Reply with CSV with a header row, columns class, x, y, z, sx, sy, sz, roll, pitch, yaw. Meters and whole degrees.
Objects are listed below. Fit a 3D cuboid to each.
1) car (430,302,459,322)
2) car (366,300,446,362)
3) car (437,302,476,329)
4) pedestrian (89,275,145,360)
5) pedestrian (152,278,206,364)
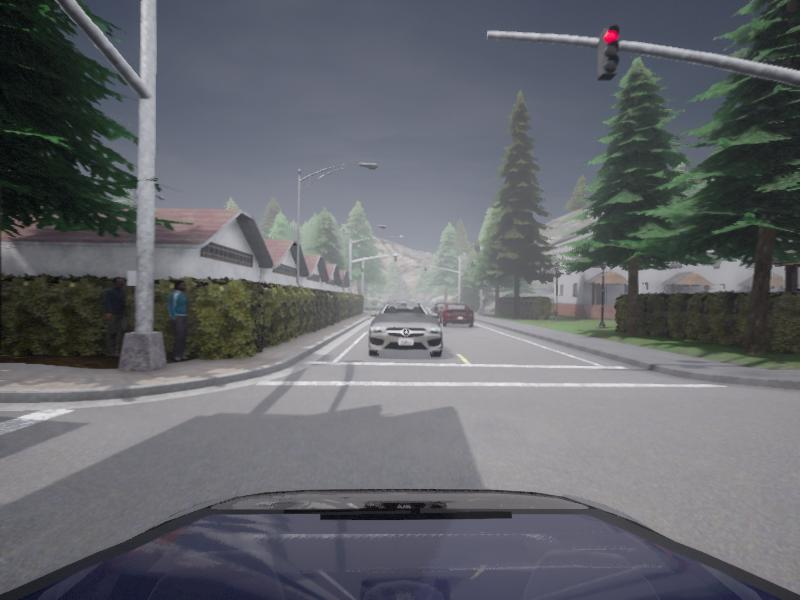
class,x,y,z,sx,sy,sz,roll,pitch,yaw
car,3.630,0.928,33.732,1.882,1.535,5.008,1,0,0
car,0.119,0.838,13.340,2.152,1.651,5.027,1,0,-1
car,3.608,0.932,26.350,1.882,1.535,5.008,1,0,0
pedestrian,-6.470,0.376,9.160,0.751,1.860,0.751,1,0,25
pedestrian,-5.036,0.458,9.158,0.751,1.860,0.751,1,0,11
